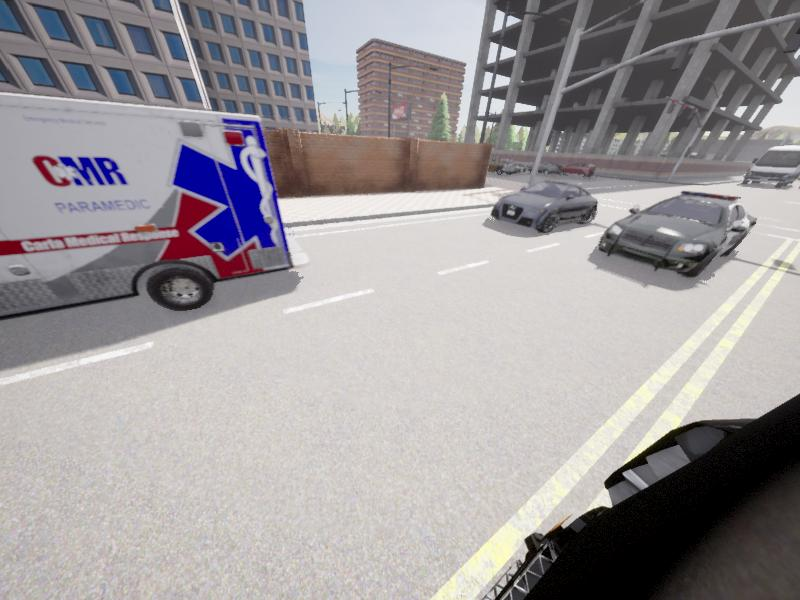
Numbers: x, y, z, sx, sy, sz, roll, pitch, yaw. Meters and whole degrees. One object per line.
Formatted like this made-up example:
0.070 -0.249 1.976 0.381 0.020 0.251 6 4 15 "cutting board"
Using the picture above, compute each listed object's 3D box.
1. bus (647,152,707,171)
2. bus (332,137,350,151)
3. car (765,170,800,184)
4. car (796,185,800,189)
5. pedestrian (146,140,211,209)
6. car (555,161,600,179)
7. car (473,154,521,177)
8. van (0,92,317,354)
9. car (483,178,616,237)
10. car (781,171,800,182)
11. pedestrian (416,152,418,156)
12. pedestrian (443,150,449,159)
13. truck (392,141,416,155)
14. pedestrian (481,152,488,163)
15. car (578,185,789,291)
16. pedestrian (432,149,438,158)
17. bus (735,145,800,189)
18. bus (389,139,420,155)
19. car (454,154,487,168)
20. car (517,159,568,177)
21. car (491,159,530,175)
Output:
83.030 -41.977 69.697 3.944 4.253 10.273 -16 38 -26 "bus"
-24.102 -63.549 94.203 3.944 4.253 10.273 -16 38 -26 "bus"
59.341 -19.021 35.684 4.611 1.667 2.242 -16 38 -26 "car"
48.968 -13.785 27.099 3.705 1.549 1.789 -16 38 -26 "car"
-7.075 -4.043 7.520 0.751 1.860 0.751 -9 35 -18 "pedestrian"
21.815 -16.097 28.520 1.789 1.549 3.705 -16 38 -26 "car"
10.914 -15.482 26.454 1.932 1.855 4.605 -16 39 -26 "car"
-4.811 -1.065 3.002 6.366 2.431 2.351 -16 38 -26 "van"
5.438 -3.548 8.491 4.181 1.385 1.994 -16 38 -26 "car"
73.025 -22.867 42.645 5.366 1.575 1.801 -16 38 -26 "car"
4.876 -42.119 66.603 0.500 1.100 0.500 -17 38 -27 "pedestrian"
11.258 -35.739 56.768 0.751 1.860 0.751 -22 41 -32 "pedestrian"
1.378 -56.901 86.492 8.468 3.827 2.891 -16 38 -26 "truck"
17.247 -29.054 47.133 0.751 1.860 0.751 -16 38 -26 "pedestrian"
7.448 -1.956 6.090 4.974 1.542 2.038 -16 38 -26 "car"
8.716 -36.395 57.565 0.751 1.860 0.751 -15 37 -25 "pedestrian"
48.613 -16.950 29.398 10.273 4.253 3.944 -16 38 -26 "bus"
1.569 -54.981 83.225 10.273 4.253 3.944 -16 38 -26 "bus"
11.379 -22.737 37.675 2.033 1.649 4.856 -16 37 -26 "car"
17.552 -16.453 28.770 2.128 1.511 4.902 -16 38 -26 "car"
13.580 -16.528 28.610 1.970 1.475 3.806 -16 38 -26 "car"
